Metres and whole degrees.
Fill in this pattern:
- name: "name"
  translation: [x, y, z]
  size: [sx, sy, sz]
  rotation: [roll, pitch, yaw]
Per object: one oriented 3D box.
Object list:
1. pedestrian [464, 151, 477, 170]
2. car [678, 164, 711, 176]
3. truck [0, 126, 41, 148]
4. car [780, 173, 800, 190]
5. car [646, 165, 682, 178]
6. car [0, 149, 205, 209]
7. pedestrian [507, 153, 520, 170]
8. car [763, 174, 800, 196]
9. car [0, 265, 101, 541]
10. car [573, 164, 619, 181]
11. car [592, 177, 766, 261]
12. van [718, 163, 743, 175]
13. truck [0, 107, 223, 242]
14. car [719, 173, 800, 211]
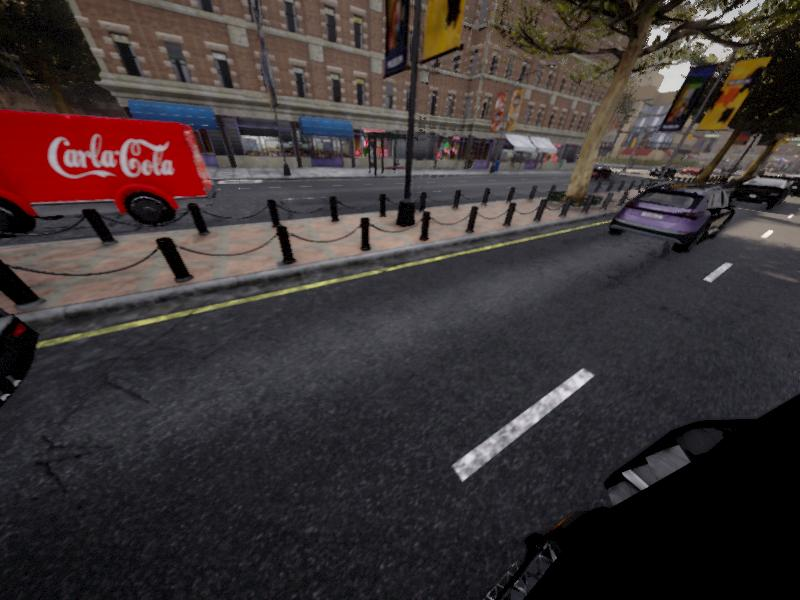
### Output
- name: "pedestrian"
  translation: [8.151, -16.153, 26.732]
  size: [0.751, 1.860, 0.751]
  rotation: [-12, 37, -22]
- name: "car"
  translation: [50.875, -22.436, 39.890]
  size: [4.611, 1.667, 2.242]
  rotation: [-16, 38, -26]
- name: "truck"
  translation: [-48.630, -19.659, 27.742]
  size: [6.274, 2.098, 2.390]
  rotation: [3, 33, 0]
- name: "car"
  translation: [45.823, -13.578, 26.405]
  size: [4.892, 1.490, 1.837]
  rotation: [-18, 39, -28]
- name: "car"
  translation: [37.736, -18.436, 33.072]
  size: [3.806, 1.475, 1.970]
  rotation: [-15, 38, -24]
- name: "car"
  translation: [-10.767, -4.565, 8.557]
  size: [4.974, 1.542, 2.038]
  rotation: [-15, 37, -24]
- name: "pedestrian"
  translation: [14.489, -17.712, 29.549]
  size: [0.751, 1.860, 0.751]
  rotation: [-9, 36, -18]
- name: "car"
  translation: [36.030, -10.649, 21.288]
  size: [3.806, 1.475, 1.970]
  rotation: [-16, 38, -26]
- name: "car"
  translation: [-4.763, 1.020, 0.346]
  size: [4.605, 1.855, 1.932]
  rotation: [-16, 38, -26]
- name: "car"
  translation: [20.921, -13.627, 24.687]
  size: [4.181, 1.385, 1.994]
  rotation: [-16, 38, -26]
- name: "car"
  translation: [8.876, -2.831, 7.379]
  size: [4.856, 1.649, 2.033]
  rotation: [-16, 38, -26]
- name: "van"
  translation: [73.346, -29.088, 51.274]
  size: [4.442, 1.987, 1.775]
  rotation: [-16, 38, -26]
- name: "truck"
  translation: [-8.303, -3.342, 6.071]
  size: [5.204, 2.467, 2.627]
  rotation: [-16, 38, -26]
- name: "car"
  translation: [22.801, -6.878, 14.486]
  size: [5.238, 1.638, 1.930]
  rotation: [-16, 38, -26]
